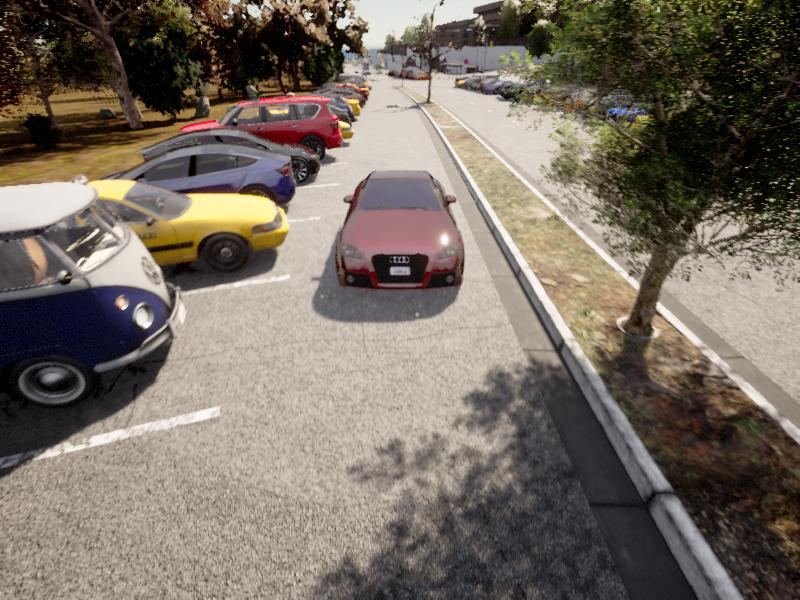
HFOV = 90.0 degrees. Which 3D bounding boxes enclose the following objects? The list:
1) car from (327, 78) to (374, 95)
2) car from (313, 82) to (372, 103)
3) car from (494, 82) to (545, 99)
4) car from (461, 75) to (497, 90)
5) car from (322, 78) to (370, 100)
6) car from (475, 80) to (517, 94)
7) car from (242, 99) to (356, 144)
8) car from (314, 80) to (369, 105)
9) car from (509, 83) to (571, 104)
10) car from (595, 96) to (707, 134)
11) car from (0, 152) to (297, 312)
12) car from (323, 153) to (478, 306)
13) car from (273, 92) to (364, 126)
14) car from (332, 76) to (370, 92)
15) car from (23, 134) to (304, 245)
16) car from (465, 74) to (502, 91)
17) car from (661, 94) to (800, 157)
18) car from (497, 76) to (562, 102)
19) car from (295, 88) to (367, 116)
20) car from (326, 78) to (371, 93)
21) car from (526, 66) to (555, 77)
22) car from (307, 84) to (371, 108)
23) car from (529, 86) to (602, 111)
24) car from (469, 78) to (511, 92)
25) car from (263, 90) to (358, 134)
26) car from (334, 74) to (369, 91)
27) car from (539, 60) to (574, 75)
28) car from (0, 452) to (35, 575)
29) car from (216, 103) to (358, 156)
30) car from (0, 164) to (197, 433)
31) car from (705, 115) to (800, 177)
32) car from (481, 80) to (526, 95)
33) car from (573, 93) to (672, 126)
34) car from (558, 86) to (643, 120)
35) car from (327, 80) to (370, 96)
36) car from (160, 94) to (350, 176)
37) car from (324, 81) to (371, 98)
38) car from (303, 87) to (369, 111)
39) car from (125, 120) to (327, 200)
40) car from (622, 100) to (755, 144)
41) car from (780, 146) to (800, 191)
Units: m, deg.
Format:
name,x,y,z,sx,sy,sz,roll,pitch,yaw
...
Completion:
name,x,y,z,sx,sy,sz,roll,pitch,yaw
car,-6.139,-26.736,50.061,5.366,1.575,1.946,-14,32,-20
car,-5.715,-20.676,39.732,5.366,1.575,1.946,-13,33,-19
car,12.602,-22.139,42.229,4.674,1.452,2.002,-12,32,-20
car,11.343,-31.438,57.744,4.553,1.767,2.185,-13,33,-22
car,-5.681,-22.322,42.293,4.553,1.767,2.185,-13,33,-19
car,12.035,-26.718,50.029,4.674,1.452,2.002,-12,33,-21
car,-4.854,-8.729,19.355,4.892,1.521,2.231,-11,32,-17
car,-5.432,-19.321,37.175,4.553,1.767,2.185,-12,32,-19
car,12.900,-19.115,36.999,5.008,1.535,2.097,-11,33,-20
car,13.343,-9.943,21.375,5.008,1.535,2.097,-10,32,-18
car,-4.649,-1.247,6.583,5.366,1.575,1.946,-11,32,-17
car,0.000,-1.574,7.307,1.994,1.385,4.181,0,30,0
car,-4.926,-11.731,24.473,5.008,1.535,2.097,-12,32,-17
car,-6.758,-29.790,55.035,4.553,1.767,2.185,-14,33,-21
car,-4.850,-2.682,9.100,4.792,1.488,2.163,-11,32,-17
car,11.472,-29.970,55.042,4.442,1.987,1.878,-13,33,-22
car,13.261,-7.066,16.024,4.442,1.987,1.878,-10,32,-18
car,12.738,-20.854,39.463,5.566,2.045,2.435,-12,33,-20
car,-5.099,-14.693,29.586,4.792,1.488,2.163,-12,32,-18
car,-6.706,-28.144,52.475,5.366,1.575,1.946,-14,33,-20
car,25.561,-41.622,72.822,2.002,1.452,4.674,-22,37,-23
car,-5.265,-17.722,34.692,5.008,1.535,2.097,-12,33,-18
car,13.103,-16.061,31.795,5.008,1.535,2.097,-11,32,-19
car,11.823,-28.275,52.606,4.892,1.521,2.231,-13,33,-21
car,-4.863,-10.345,21.860,4.553,1.767,2.185,-11,32,-17
car,-6.955,-31.389,57.561,4.442,1.987,1.878,-14,33,-21
car,28.507,-42.384,72.975,2.435,2.045,5.566,-22,37,-23
car,-4.716,1.585,1.315,4.442,1.987,1.878,-11,32,-17
car,-4.668,-7.267,16.850,5.366,1.575,1.946,-11,32,-17
car,-4.718,0.078,3.884,4.442,1.987,1.878,-11,32,-17
car,13.399,-5.349,13.605,4.792,1.488,2.163,-10,32,-18
car,12.249,-25.190,47.427,4.674,1.452,2.002,-12,33,-21
car,13.287,-11.470,23.979,4.892,1.521,2.231,-10,32,-18
car,13.229,-13.108,26.518,4.553,1.767,2.185,-11,32,-19
car,-6.086,-25.162,47.467,4.674,1.452,2.002,-13,33,-20
car,-4.858,-5.935,14.092,5.566,2.045,2.435,-11,32,-17
car,-5.885,-23.668,44.918,4.674,1.452,2.002,-13,33,-20
car,-5.134,-16.208,32.169,4.792,1.488,2.163,-12,32,-18
car,-4.800,-4.202,11.690,4.792,1.488,2.163,-11,32,-17
car,13.527,-8.454,18.837,5.366,1.575,1.946,-10,32,-18
car,13.269,-4.017,10.828,4.442,1.987,1.878,-10,32,-18
